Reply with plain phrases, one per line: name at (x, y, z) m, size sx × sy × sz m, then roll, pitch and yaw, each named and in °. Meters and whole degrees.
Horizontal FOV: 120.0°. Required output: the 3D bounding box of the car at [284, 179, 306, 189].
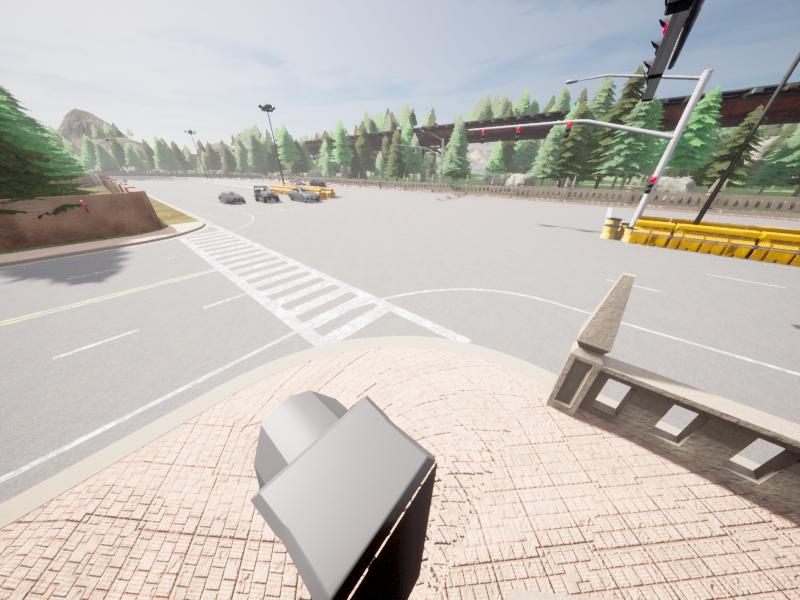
car at (-22.609, -24.968, 49.726) m, size 4.974 × 1.542 × 2.038 m, roll 23°, pitch 37°, yaw 34°

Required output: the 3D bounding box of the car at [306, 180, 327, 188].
car at (-18.248, -25.400, 50.503) m, size 4.892 × 1.490 × 1.837 m, roll 23°, pitch 37°, yaw 34°

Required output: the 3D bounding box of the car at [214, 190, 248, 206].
car at (-21.048, -12.767, 28.749) m, size 4.181 × 1.385 × 1.994 m, roll 23°, pitch 37°, yaw 34°

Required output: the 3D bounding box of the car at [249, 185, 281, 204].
car at (-17.521, -13.791, 30.001) m, size 3.866 × 1.878 × 1.905 m, roll 23°, pitch 37°, yaw 34°

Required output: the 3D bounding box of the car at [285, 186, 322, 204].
car at (-12.791, -13.966, 30.573) m, size 5.027 × 1.651 × 2.152 m, roll 23°, pitch 37°, yaw 34°

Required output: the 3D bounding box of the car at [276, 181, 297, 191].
car at (-22.529, -22.618, 45.705) m, size 3.806 × 1.475 × 1.970 m, roll 23°, pitch 37°, yaw 34°
